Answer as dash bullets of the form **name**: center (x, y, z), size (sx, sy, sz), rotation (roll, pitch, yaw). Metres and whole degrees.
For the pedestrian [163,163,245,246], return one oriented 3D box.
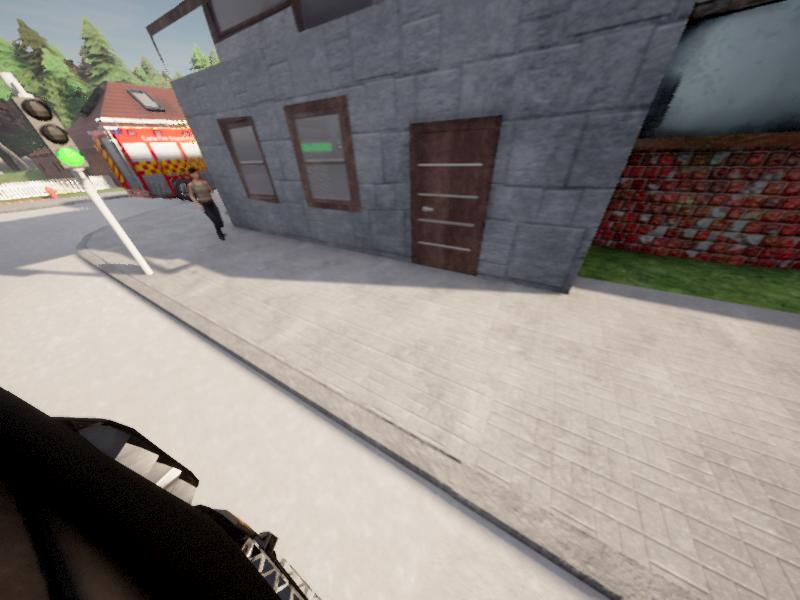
- **pedestrian**: center (-5.054, -2.506, 6.085), size (0.751, 1.860, 0.751), rotation (16, 38, 26)

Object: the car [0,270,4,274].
- **car**: center (-11.782, -1.260, 5.194), size (3.988, 1.617, 1.851), rotation (13, 37, 22)

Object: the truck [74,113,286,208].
- **truck**: center (-12.189, -8.854, 14.546), size (2.891, 3.827, 8.468), rotation (14, 37, 23)
